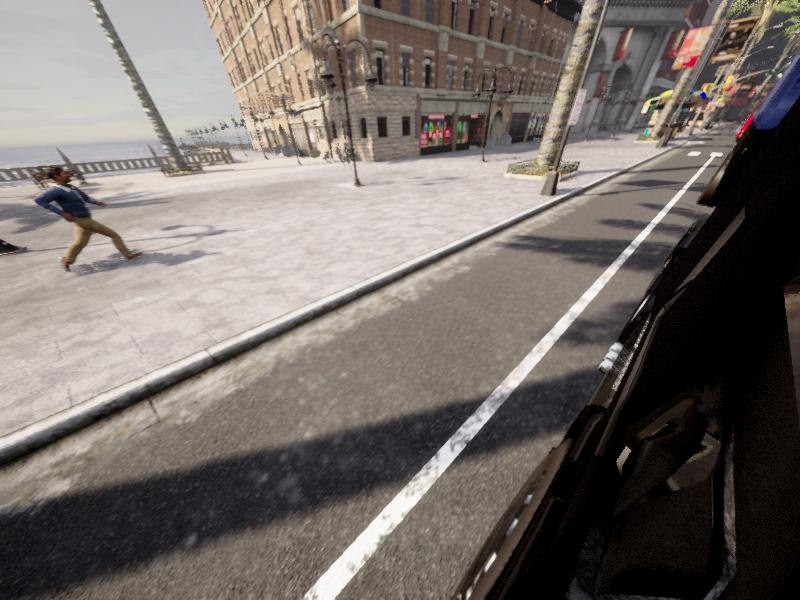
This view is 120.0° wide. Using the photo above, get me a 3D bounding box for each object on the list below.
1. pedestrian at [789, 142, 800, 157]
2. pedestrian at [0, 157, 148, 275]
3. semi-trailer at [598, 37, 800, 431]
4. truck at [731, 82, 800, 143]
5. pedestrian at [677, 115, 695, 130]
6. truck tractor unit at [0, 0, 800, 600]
[{"bbox_3d":[22.566,-8.818,12.441,0.751,1.860,0.751,-31,45,-33],"label":"pedestrian"},{"bbox_3d":[-5.874,-1.544,4.339,0.751,1.860,0.751,-30,44,-31],"label":"pedestrian"},{"bbox_3d":[8.688,-3.605,4.247,14.254,4.402,2.717,-28,43,-30],"label":"semi-trailer"},{"bbox_3d":[34.034,-16.882,20.932,8.468,3.827,2.891,-28,43,-30],"label":"truck"},{"bbox_3d":[46.697,-28.947,37.731,0.751,1.860,0.751,-2,36,2],"label":"pedestrian"},{"bbox_3d":[2.645,-0.295,0.352,6.516,4.208,3.053,-28,44,-30],"label":"truck tractor unit"}]
